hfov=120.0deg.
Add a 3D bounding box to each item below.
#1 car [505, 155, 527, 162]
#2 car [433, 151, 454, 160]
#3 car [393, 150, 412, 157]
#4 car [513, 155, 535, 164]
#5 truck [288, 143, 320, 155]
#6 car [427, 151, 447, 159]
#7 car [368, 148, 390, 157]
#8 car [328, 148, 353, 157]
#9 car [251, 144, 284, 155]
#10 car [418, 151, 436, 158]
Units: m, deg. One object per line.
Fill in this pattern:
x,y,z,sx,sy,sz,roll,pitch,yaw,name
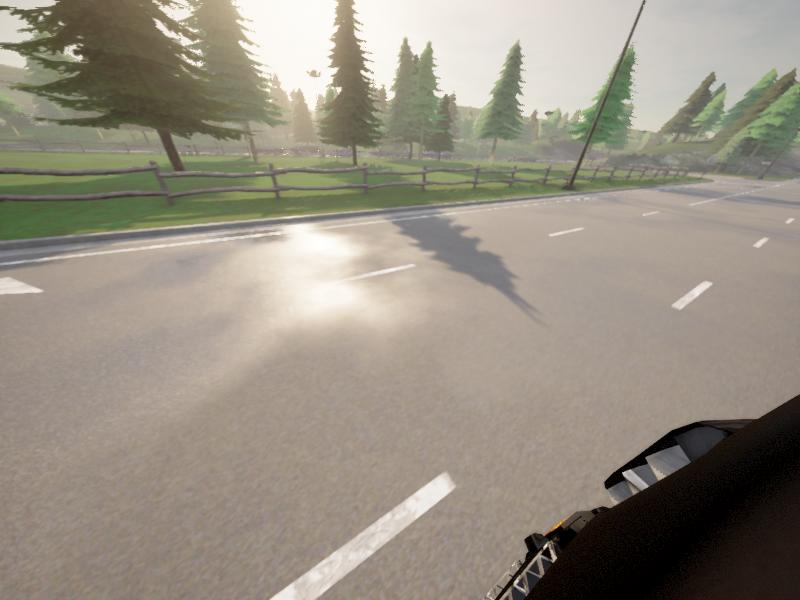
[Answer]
33.760,-41.289,67.327,5.366,1.575,1.801,17,36,20,car
11.380,-37.882,60.538,4.856,1.649,2.033,-16,38,-26,car
0.791,-41.519,65.358,4.974,1.542,2.038,-16,38,-26,car
34.378,-39.042,64.155,5.027,1.651,2.152,17,36,20,car
-22.296,-35.149,53.672,6.274,2.098,2.390,-16,38,-26,truck
10.082,-39.715,63.271,4.974,1.542,2.038,-16,38,-26,car
-5.331,-37.568,58.918,5.238,1.638,1.930,-16,38,-26,car
-12.531,-31.018,48.621,4.514,1.525,2.007,-16,38,-26,car
-25.863,-29.491,45.289,5.238,1.638,1.930,-16,38,-26,car
8.038,-43.561,68.996,5.008,1.535,1.882,-16,38,-26,car
